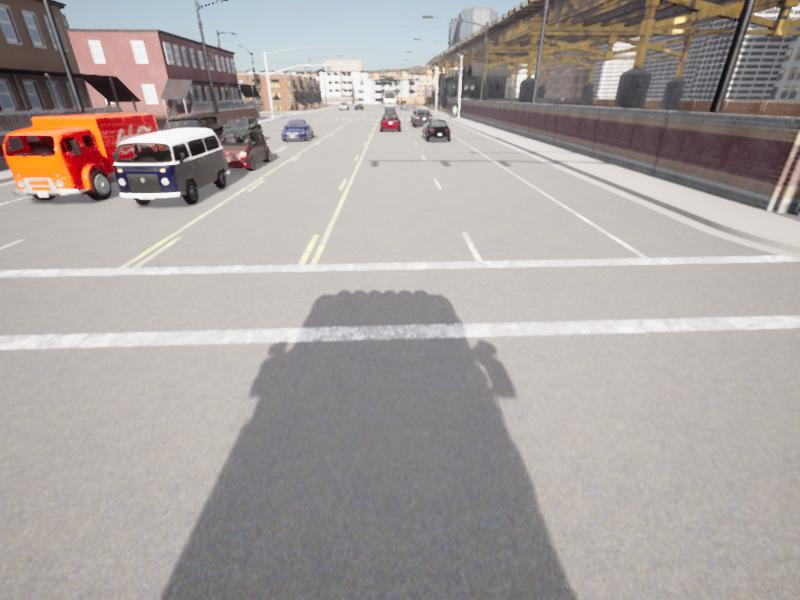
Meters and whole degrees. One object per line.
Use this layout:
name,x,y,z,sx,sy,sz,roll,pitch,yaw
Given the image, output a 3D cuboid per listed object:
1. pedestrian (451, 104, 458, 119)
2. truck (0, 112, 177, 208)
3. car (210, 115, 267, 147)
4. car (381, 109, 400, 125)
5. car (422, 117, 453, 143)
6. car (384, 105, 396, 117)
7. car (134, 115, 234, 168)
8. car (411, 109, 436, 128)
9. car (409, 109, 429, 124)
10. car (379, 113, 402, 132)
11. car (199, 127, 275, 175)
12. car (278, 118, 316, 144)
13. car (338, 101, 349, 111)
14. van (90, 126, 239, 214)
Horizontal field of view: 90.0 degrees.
pedestrian,7.592,-26.162,55.400,0.751,1.860,0.751,-1,27,-3
truck,-10.661,-5.062,13.881,2.627,2.467,5.204,0,27,0
car,-11.145,-11.927,28.053,2.097,1.767,4.553,-1,27,-1
car,-1.162,-22.058,48.161,2.128,1.511,4.902,-1,27,-1
car,2.792,-13.050,30.607,1.812,1.442,4.674,-1,27,-1
car,-1.624,-31.210,66.036,1.882,1.535,5.008,-1,27,-1
car,-10.942,-8.452,20.976,2.150,2.045,5.566,-1,27,-1
car,2.467,-19.653,43.274,2.242,1.667,4.611,-1,27,-1
car,2.308,-22.673,49.359,2.128,1.511,4.902,-1,27,-1
car,-0.921,-17.304,38.895,2.163,1.488,4.792,-1,27,-1
car,-7.402,-7.033,18.675,1.851,1.617,3.988,-1,27,-1
car,-7.695,-12.834,30.205,1.812,1.442,4.674,-1,27,-2
car,-12.782,-44.268,91.229,1.932,1.855,4.605,-1,27,-1
van,-7.260,-4.429,13.107,2.069,2.038,4.480,-1,27,-1
